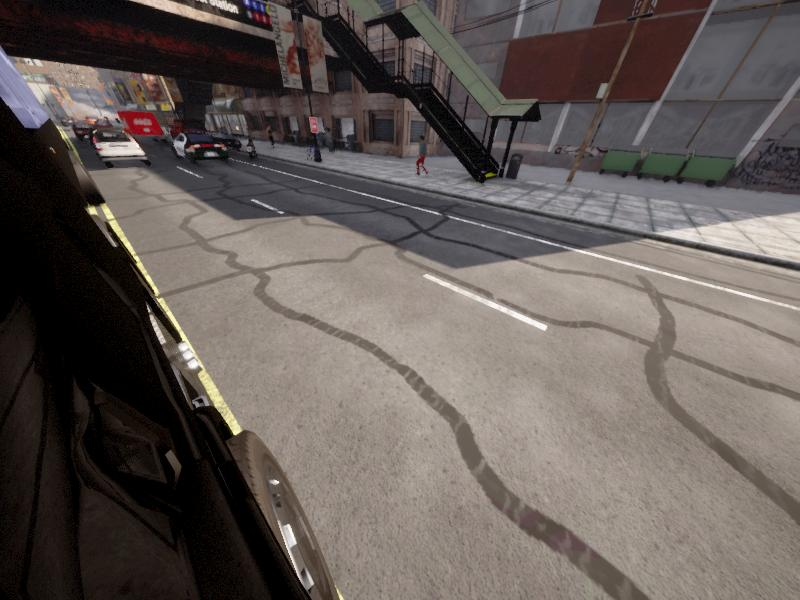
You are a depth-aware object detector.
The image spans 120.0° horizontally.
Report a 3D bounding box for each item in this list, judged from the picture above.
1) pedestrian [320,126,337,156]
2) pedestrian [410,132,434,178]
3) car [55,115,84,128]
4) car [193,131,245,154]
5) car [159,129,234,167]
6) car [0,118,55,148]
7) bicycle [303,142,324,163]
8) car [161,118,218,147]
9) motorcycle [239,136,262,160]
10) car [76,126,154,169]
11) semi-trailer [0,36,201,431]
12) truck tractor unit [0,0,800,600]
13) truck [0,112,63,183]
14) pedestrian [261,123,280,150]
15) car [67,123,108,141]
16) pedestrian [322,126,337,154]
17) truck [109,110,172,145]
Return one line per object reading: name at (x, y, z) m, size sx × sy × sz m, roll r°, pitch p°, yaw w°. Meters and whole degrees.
pedestrian at (-5.653, -12.618, 18.364) m, size 0.751 × 1.860 × 0.751 m, roll -25°, pitch 45°, yaw -32°
pedestrian at (1.077, -7.238, 11.577) m, size 0.751 × 1.860 × 0.751 m, roll 28°, pitch 44°, yaw 30°
car at (-62.485, -33.727, 43.619) m, size 4.611 × 1.667 × 2.242 m, roll 26°, pitch 42°, yaw 28°
car at (-15.445, -13.485, 19.661) m, size 4.718 × 1.301 × 1.895 m, roll 28°, pitch 44°, yaw 30°
car at (-12.787, -9.633, 14.480) m, size 4.974 × 1.542 × 2.038 m, roll 29°, pitch 44°, yaw 30°
car at (-28.658, -12.827, 17.654) m, size 5.238 × 1.638 × 1.930 m, roll 28°, pitch 44°, yaw 30°
bicycle at (-5.644, -9.630, 15.077) m, size 1.643 × 1.024 × 0.373 m, roll 28°, pitch 34°, yaw 30°
car at (-21.088, -16.797, 23.129) m, size 5.566 × 2.045 × 2.435 m, roll 28°, pitch 44°, yaw 30°
motorcycle at (-10.489, -10.771, 16.322) m, size 0.764 × 1.277 × 2.356 m, roll -11°, pitch 39°, yaw -17°
car at (-15.486, -8.378, 12.557) m, size 3.988 × 1.617 × 1.851 m, roll 29°, pitch 44°, yaw 30°
semi-trailer at (-8.664, -3.627, 4.263) m, size 14.254 × 4.402 × 2.717 m, roll 29°, pitch 44°, yaw 30°
truck tractor unit at (-2.645, -0.295, 0.351) m, size 6.516 × 4.208 × 3.053 m, roll 28°, pitch 44°, yaw 30°
truck at (-16.850, -6.523, 9.618) m, size 6.274 × 2.098 × 2.390 m, roll 28°, pitch 44°, yaw 30°
pedestrian at (-11.535, -14.558, 20.591) m, size 0.751 × 1.860 × 0.751 m, roll 27°, pitch 43°, yaw 29°
car at (-32.254, -17.373, 23.812) m, size 4.718 × 1.301 × 1.895 m, roll 28°, pitch 44°, yaw 30°
pedestrian at (-5.940, -13.505, 19.535) m, size 0.751 × 1.860 × 0.751 m, roll 31°, pitch 45°, yaw 32°
truck at (-25.402, -16.900, 22.633) m, size 5.204 × 2.467 × 2.627 m, roll 28°, pitch 44°, yaw 30°
